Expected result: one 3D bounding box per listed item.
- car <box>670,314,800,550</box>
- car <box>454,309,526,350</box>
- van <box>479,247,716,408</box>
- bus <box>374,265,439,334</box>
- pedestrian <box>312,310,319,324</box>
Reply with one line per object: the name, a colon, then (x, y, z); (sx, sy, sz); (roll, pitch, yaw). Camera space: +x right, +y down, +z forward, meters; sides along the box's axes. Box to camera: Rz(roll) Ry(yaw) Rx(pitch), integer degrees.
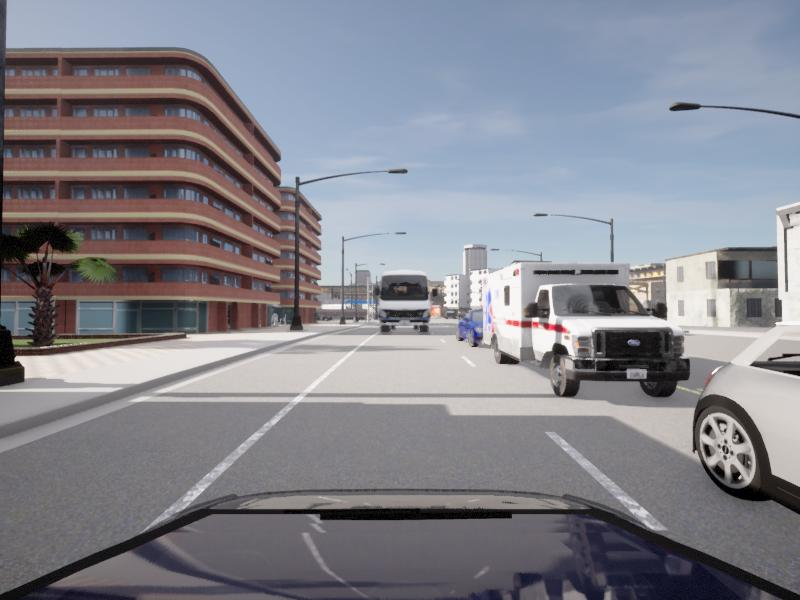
car: (3.537, 0.858, 1.899); (1.970, 1.475, 3.806); (0, 0, 1)
car: (3.517, 1.107, 16.508); (1.812, 1.442, 4.674); (0, -1, -1)
van: (3.611, 0.459, 9.232); (2.351, 2.431, 6.366); (0, -1, 1)
bus: (0.455, 0.187, 29.678); (3.944, 4.253, 10.273); (0, -3, 1)
pedestrian: (-11.444, 2.258, 54.160); (0.751, 1.860, 0.751); (0, -1, -6)
